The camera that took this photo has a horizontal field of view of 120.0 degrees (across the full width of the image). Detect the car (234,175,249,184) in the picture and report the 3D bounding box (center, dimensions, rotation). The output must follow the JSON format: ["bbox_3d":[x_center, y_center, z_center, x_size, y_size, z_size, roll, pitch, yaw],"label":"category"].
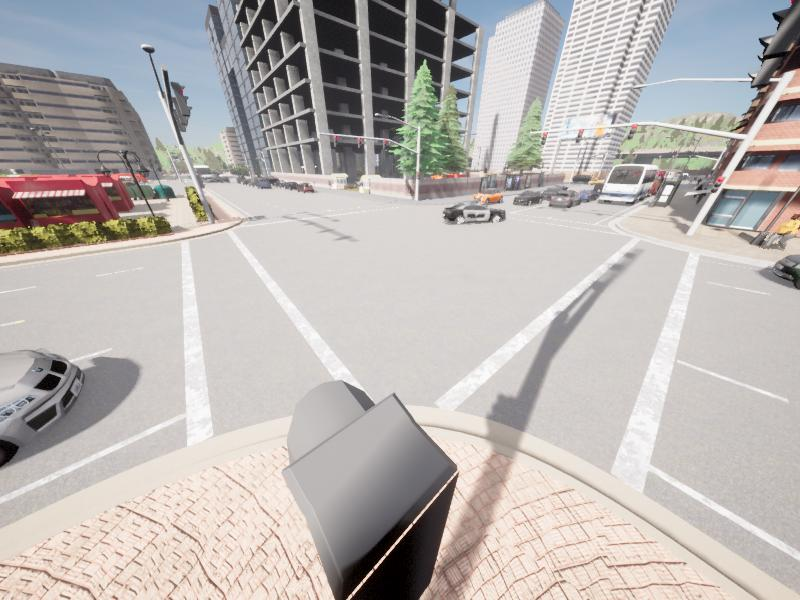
[{"bbox_3d":[-42.266,-32.205,61.555,1.932,1.855,4.605,-23,37,-34],"label":"car"}]

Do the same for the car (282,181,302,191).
[{"bbox_3d":[-20.828,-22.030,44.514,1.882,1.535,5.008,-23,37,-34],"label":"car"}]

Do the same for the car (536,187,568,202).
[{"bbox_3d":[21.150,-14.728,32.021,4.892,1.490,1.837,-23,37,-34],"label":"car"}]

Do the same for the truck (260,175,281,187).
[{"bbox_3d":[-30.214,-27.803,53.953,2.390,2.098,6.274,-23,37,-34],"label":"truck"}]

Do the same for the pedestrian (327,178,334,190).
[{"bbox_3d":[-13.070,-21.645,43.172,0.751,1.860,0.751,-23,37,-34],"label":"pedestrian"}]

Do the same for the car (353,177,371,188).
[{"bbox_3d":[-8.128,-24.929,48.916,1.905,1.878,3.866,-23,37,-34],"label":"car"}]

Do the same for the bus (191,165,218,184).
[{"bbox_3d":[-54.113,-34.792,63.896,3.944,4.253,10.273,-23,37,-34],"label":"bus"}]

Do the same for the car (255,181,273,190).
[{"bbox_3d":[-27.697,-23.301,46.885,1.994,1.385,4.181,-23,37,-34],"label":"car"}]

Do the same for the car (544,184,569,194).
[{"bbox_3d":[27.560,-19.605,40.667,4.718,1.301,1.895,-23,37,-34],"label":"car"}]

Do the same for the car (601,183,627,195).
[{"bbox_3d":[36.103,-18.722,38.890,5.366,1.575,1.801,-23,37,-34],"label":"car"}]

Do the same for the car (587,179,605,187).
[{"bbox_3d":[45.475,-27.204,53.587,5.008,1.535,1.882,-23,37,-34],"label":"car"}]

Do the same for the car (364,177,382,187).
[{"bbox_3d":[-5.875,-25.875,50.553,1.905,1.878,3.866,-23,37,-34],"label":"car"}]

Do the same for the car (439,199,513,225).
[{"bbox_3d":[6.024,-7.185,18.768,5.238,1.638,1.930,-5,30,-10],"label":"car"}]

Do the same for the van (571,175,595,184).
[{"bbox_3d":[51.018,-33.734,64.447,1.775,1.987,4.442,-22,37,-34],"label":"van"}]

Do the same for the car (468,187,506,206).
[{"bbox_3d":[10.696,-12.768,28.325,4.553,1.767,2.097,-23,37,-34],"label":"car"}]

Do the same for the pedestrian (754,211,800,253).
[{"bbox_3d":[19.359,-3.416,11.597,0.751,1.860,0.751,9,31,15],"label":"pedestrian"}]

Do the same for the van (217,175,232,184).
[{"bbox_3d":[-46.299,-31.839,61.008,2.069,2.038,4.480,-23,37,-34],"label":"van"}]

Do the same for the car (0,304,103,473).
[{"bbox_3d":[-7.986,1.961,2.938,4.611,1.667,2.242,-22,37,-34],"label":"car"}]

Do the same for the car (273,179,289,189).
[{"bbox_3d":[-25.198,-24.615,48.975,1.789,1.549,3.705,-23,37,-34],"label":"car"}]

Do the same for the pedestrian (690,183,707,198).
[{"bbox_3d":[41.772,-15.350,32.379,0.751,1.860,0.751,-25,38,-36],"label":"pedestrian"}]

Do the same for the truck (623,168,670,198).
[{"bbox_3d":[38.913,-18.603,36.395,8.468,3.827,2.891,-23,37,-34],"label":"truck"}]

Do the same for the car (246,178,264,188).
[{"bbox_3d":[-32.368,-26.160,51.584,2.152,1.651,5.027,-23,37,-34],"label":"car"}]

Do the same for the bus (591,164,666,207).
[{"bbox_3d":[29.081,-14.753,29.311,10.273,4.253,3.944,-23,37,-34],"label":"bus"}]

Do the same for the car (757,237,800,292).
[{"bbox_3d":[16.218,-0.903,7.905,3.705,1.549,1.789,21,36,32],"label":"car"}]

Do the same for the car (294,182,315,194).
[{"bbox_3d":[-16.556,-19.550,40.149,1.851,1.617,3.988,-23,37,-34],"label":"car"}]

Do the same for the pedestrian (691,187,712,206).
[{"bbox_3d":[34.178,-11.764,26.168,0.751,1.860,0.751,-23,37,-34],"label":"pedestrian"}]

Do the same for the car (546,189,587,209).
[{"bbox_3d":[19.266,-11.744,26.677,4.611,1.667,2.242,-23,37,-34],"label":"car"}]

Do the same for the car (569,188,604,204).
[{"bbox_3d":[24.825,-13.937,30.752,5.357,1.411,2.033,-23,37,-34],"label":"car"}]

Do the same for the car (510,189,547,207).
[{"bbox_3d":[15.622,-12.414,28.014,4.892,1.490,1.837,-23,37,-34],"label":"car"}]
